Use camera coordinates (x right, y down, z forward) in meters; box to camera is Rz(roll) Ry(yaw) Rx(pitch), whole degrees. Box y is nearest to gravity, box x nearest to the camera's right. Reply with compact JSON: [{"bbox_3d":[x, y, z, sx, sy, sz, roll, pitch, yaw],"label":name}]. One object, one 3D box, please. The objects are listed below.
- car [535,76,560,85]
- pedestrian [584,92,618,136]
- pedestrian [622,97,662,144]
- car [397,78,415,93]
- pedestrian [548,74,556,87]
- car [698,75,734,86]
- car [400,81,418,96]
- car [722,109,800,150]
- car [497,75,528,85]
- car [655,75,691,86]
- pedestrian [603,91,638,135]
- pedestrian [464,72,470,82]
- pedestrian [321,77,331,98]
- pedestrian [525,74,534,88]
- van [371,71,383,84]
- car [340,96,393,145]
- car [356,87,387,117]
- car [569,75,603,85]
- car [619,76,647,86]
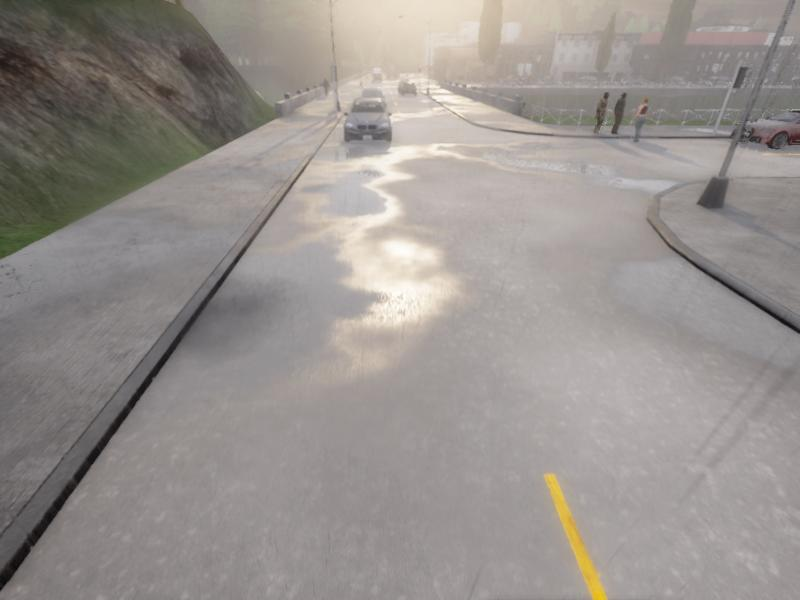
[{"bbox_3d":[27.490,-40.965,74.708,3.806,1.475,1.970,-1,30,-2],"label":"car"},{"bbox_3d":[9.675,-8.974,19.280,0.751,1.860,0.751,-9,32,-16],"label":"pedestrian"},{"bbox_3d":[10.781,-8.023,17.885,0.751,1.860,0.751,-5,31,-10],"label":"pedestrian"},{"bbox_3d":[0.733,-28.664,53.467,2.038,1.542,4.974,-1,30,-2],"label":"car"},{"bbox_3d":[24.916,-36.006,65.592,0.751,1.860,0.751,1,30,2],"label":"pedestrian"},{"bbox_3d":[59.935,-41.682,75.970,4.856,1.649,2.033,-1,30,-2],"label":"car"},{"bbox_3d":[1.022,-25.309,47.791,1.816,1.474,4.193,-1,30,-2],"label":"car"},{"bbox_3d":[17.220,-7.530,17.618,4.181,1.385,1.994,-2,30,-3],"label":"car"},{"bbox_3d":[20.921,-40.897,74.408,5.027,1.651,2.152,-1,30,-2],"label":"car"},{"bbox_3d":[51.520,-41.512,75.633,5.238,1.638,1.930,-1,30,-2],"label":"car"},{"bbox_3d":[10.674,-9.067,19.429,0.751,1.860,0.751,-3,30,-5],"label":"pedestrian"},{"bbox_3d":[14.421,-47.834,85.737,0.751,1.860,0.751,22,37,32],"label":"pedestrian"},{"bbox_3d":[-7.659,-21.996,41.439,0.751,1.860,0.751,-4,31,-7],"label":"pedestrian"},{"bbox_3d":[20.472,-34.658,63.260,0.751,1.860,0.751,-1,30,-3],"label":"pedestrian"},{"bbox_3d":[-4.671,-44.944,80.753,2.069,2.038,4.480,-3,30,-5],"label":"van"},{"bbox_3d":[-1.518,-8.708,19.213,2.242,1.667,4.611,-1,30,-2],"label":"car"},{"bbox_3d":[-2.035,-14.626,29.366,2.033,1.649,4.856,-1,30,-2],"label":"car"},{"bbox_3d":[34.848,-41.182,74.962,5.238,1.638,1.930,-1,30,-2],"label":"car"},{"bbox_3d":[43.860,-41.262,75.383,3.806,1.475,1.970,-1,30,-2],"label":"car"}]
